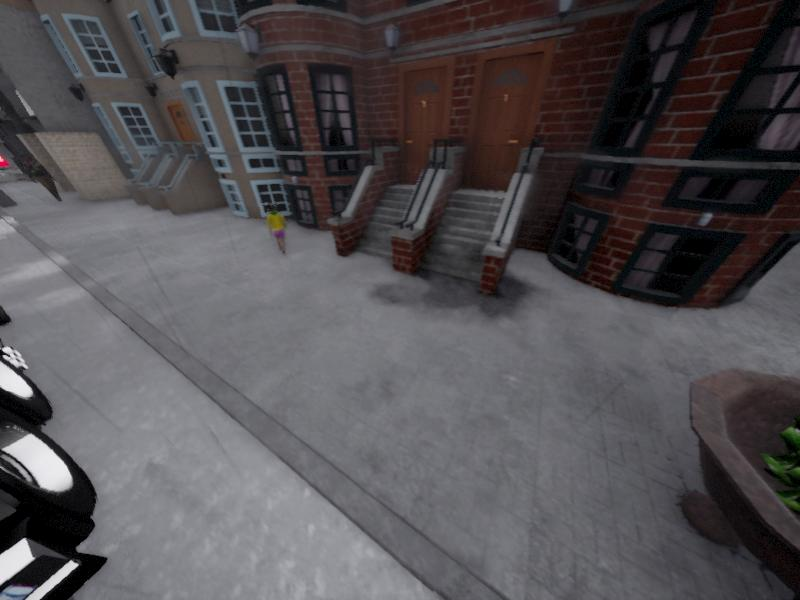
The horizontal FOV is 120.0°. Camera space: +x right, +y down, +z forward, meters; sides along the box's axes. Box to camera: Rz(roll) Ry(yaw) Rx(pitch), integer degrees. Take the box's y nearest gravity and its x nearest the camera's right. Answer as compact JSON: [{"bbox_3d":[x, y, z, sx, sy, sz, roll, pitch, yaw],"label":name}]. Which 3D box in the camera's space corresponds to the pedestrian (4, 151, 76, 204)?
[{"bbox_3d":[-15.093,-5.143,9.738,0.751,1.860,0.751,19,39,25],"label":"pedestrian"}]

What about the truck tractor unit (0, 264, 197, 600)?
[{"bbox_3d":[-5.115,-0.293,0.792,6.516,4.208,3.053,18,39,24],"label":"truck tractor unit"}]

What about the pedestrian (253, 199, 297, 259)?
[{"bbox_3d":[-2.746,-1.569,5.121,0.500,1.100,0.500,-20,39,-26],"label":"pedestrian"}]
